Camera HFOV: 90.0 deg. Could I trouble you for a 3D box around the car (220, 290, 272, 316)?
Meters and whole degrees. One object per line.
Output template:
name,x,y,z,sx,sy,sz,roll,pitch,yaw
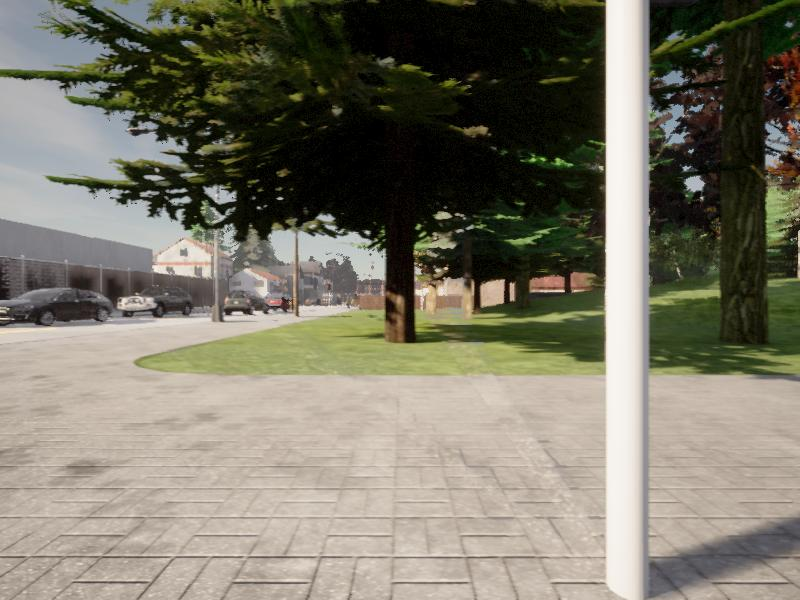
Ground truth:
car,-10.100,0.197,26.577,1.851,1.617,3.988,0,0,0

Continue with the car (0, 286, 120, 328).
car,-14.195,0.258,16.518,1.837,1.490,4.892,0,0,0

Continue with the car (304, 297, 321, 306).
car,-13.963,0.267,64.022,1.816,1.474,4.193,0,0,0

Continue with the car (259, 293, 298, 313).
car,-9.940,0.237,33.081,2.007,1.525,4.514,0,0,-1

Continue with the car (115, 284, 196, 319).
car,-14.108,0.065,23.472,1.932,1.855,4.605,0,0,0
